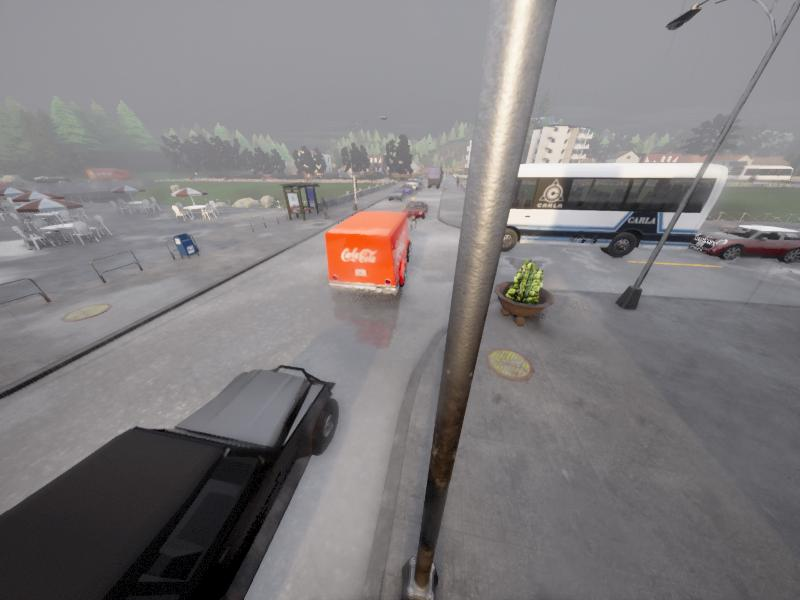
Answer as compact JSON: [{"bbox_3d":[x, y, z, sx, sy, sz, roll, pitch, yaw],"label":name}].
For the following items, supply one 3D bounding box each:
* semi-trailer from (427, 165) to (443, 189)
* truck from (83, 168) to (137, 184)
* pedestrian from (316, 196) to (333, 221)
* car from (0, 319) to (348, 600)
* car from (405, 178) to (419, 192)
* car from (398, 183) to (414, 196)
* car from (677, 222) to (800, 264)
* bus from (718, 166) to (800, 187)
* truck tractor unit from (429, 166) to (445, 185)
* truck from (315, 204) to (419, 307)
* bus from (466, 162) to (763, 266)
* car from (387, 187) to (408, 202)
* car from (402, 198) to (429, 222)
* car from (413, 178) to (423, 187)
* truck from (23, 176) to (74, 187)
[{"bbox_3d":[8.303,-29.073,54.149,2.717,4.402,14.254,5,30,9],"label":"semi-trailer"},{"bbox_3d":[-81.293,-35.113,65.197,2.891,3.827,8.468,5,30,9],"label":"truck"},{"bbox_3d":[-6.351,-7.743,19.506,0.751,1.860,0.751,25,38,36],"label":"pedestrian"},{"bbox_3d":[-2.309,2.171,2.561,1.905,1.878,3.866,5,30,9],"label":"car"},{"bbox_3d":[2.425,-22.927,45.878,2.150,2.045,5.566,5,30,9],"label":"car"},{"bbox_3d":[1.083,-18.878,39.384,2.007,1.525,4.514,5,30,9],"label":"car"},{"bbox_3d":[17.843,-3.017,11.961,3.806,1.475,1.970,5,30,8],"label":"car"},{"bbox_3d":[85.645,-29.627,55.267,10.273,4.253,3.944,5,30,9],"label":"bus"},{"bbox_3d":[9.848,-32.865,60.915,3.053,4.208,6.516,7,31,13],"label":"truck tractor unit"},{"bbox_3d":[-0.850,-2.262,9.682,2.627,2.467,5.204,5,31,9],"label":"truck"},{"bbox_3d":[9.322,-4.873,12.401,10.273,4.253,3.944,5,30,8],"label":"bus"},{"bbox_3d":[-0.263,-14.968,32.743,2.033,1.411,5.357,5,30,9],"label":"car"},{"bbox_3d":[1.537,-8.535,21.699,1.895,1.301,4.718,5,30,9],"label":"car"},{"bbox_3d":[4.321,-28.182,55.384,1.930,1.638,5.238,5,31,9],"label":"car"},{"bbox_3d":[-87.033,-29.607,57.390,2.390,2.098,6.274,5,30,9],"label":"truck"}]
